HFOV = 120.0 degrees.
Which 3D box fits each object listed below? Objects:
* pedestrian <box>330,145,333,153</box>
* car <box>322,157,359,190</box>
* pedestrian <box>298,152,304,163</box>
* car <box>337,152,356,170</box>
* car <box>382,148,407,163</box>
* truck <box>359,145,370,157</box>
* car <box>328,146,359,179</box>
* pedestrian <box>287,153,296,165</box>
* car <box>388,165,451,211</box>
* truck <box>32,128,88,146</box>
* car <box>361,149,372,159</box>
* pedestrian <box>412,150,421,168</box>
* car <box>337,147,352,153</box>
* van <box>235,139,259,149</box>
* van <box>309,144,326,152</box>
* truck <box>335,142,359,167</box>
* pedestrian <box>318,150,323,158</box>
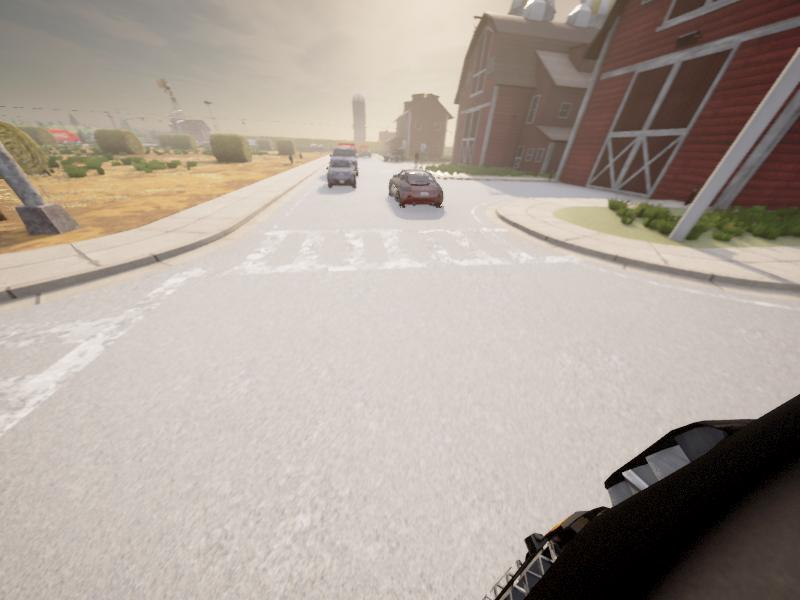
[{"bbox_3d":[-18.989,-41.789,64.022,0.751,1.860,0.751,-2,34,-7],"label":"pedestrian"},{"bbox_3d":[-3.568,-7.944,14.369,1.845,1.501,3.633,-4,34,-9],"label":"car"},{"bbox_3d":[-12.156,-17.520,28.360,0.500,1.100,0.500,-6,34,-13],"label":"pedestrian"},{"bbox_3d":[-5.790,-15.298,25.360,1.789,1.549,3.705,-3,34,-9],"label":"car"},{"bbox_3d":[-0.870,-24.750,39.479,3.866,1.878,1.905,23,44,31],"label":"car"},{"bbox_3d":[-9.320,-38.980,60.253,2.627,2.467,5.204,-3,35,-9],"label":"truck"},{"bbox_3d":[-4.673,-11.870,19.788,2.150,2.045,5.566,-3,34,-9],"label":"car"},{"bbox_3d":[-11.529,-14.931,24.475,0.500,1.100,0.500,5,33,4],"label":"pedestrian"},{"bbox_3d":[0.674,-5.511,11.133,1.994,1.385,4.181,-4,34,-9],"label":"car"},{"bbox_3d":[-64.560,-31.047,44.130,2.627,2.467,5.204,-1,34,-6],"label":"truck"},{"bbox_3d":[-7.605,-32.916,51.920,2.152,1.651,5.027,-3,34,-9],"label":"car"},{"bbox_3d":[2.060,-17.681,28.928,0.751,1.860,0.751,-22,41,-33],"label":"pedestrian"},{"bbox_3d":[-19.128,-52.046,80.204,4.974,1.542,2.038,-3,34,-9],"label":"car"},{"bbox_3d":[-49.752,-50.912,75.342,5.915,2.561,1.988,-3,34,-8],"label":"van"},{"bbox_3d":[-27.072,-49.882,75.933,4.480,2.038,2.069,-3,34,-9],"label":"van"},{"bbox_3d":[-6.856,-19.264,30.458,2.627,2.467,5.204,-3,34,-9],"label":"truck"},{"bbox_3d":[-14.214,-26.164,41.337,0.500,1.100,0.500,-12,36,-21],"label":"pedestrian"}]
